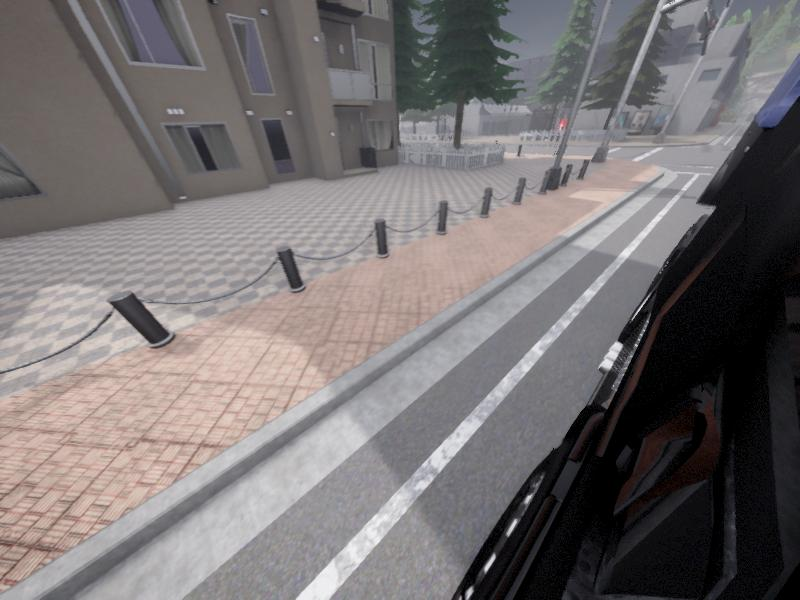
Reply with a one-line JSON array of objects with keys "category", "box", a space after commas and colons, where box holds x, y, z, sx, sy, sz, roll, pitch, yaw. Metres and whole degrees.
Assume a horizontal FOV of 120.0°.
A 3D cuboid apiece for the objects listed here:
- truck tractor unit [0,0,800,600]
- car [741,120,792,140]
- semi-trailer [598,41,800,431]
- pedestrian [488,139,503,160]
[{"category": "truck tractor unit", "box": [2.645, -0.295, 0.351, 6.516, 4.208, 3.053, -28, 44, -30]}, {"category": "car", "box": [34.251, -15.968, 21.688, 4.181, 1.385, 1.994, -28, 44, -30]}, {"category": "semi-trailer", "box": [8.700, -3.602, 4.229, 14.254, 4.402, 2.717, -28, 44, -30]}, {"category": "pedestrian", "box": [6.404, -10.101, 15.508, 0.500, 1.100, 0.500, 30, 47, 35]}]
